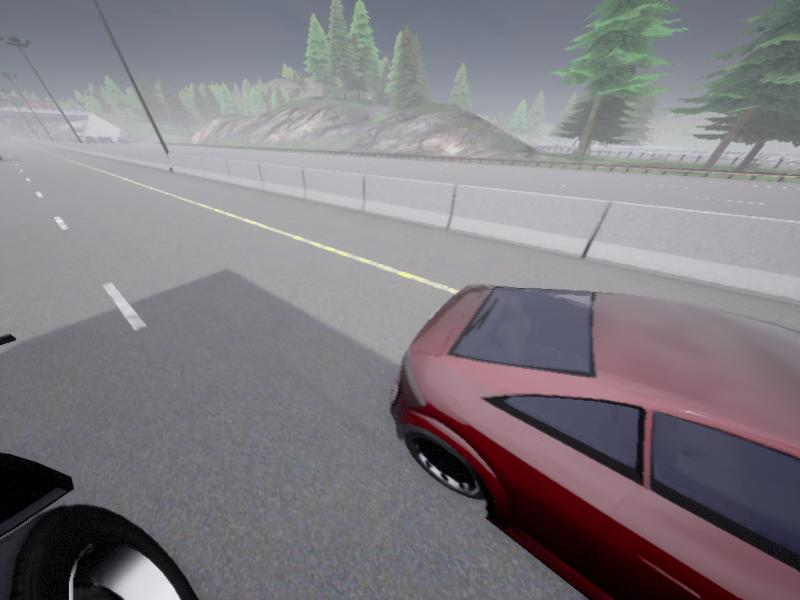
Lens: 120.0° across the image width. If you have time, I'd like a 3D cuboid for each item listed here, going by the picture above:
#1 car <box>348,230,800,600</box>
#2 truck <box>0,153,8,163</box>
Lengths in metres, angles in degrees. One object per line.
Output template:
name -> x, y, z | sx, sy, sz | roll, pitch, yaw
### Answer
car -> 1.981, 0.928, 1.423 | 4.181, 1.385, 1.994 | 22, 41, 28
truck -> -41.046, -14.605, 22.071 | 5.204, 2.467, 2.627 | 22, 41, 28
